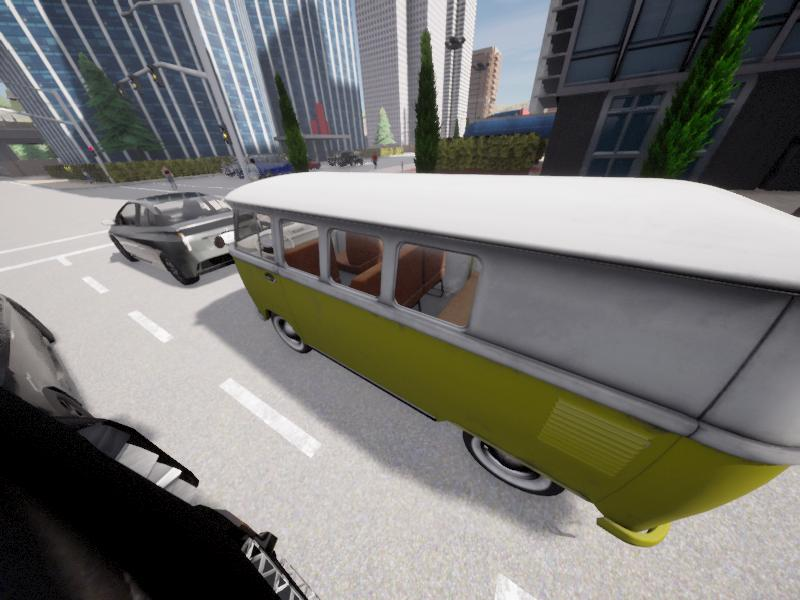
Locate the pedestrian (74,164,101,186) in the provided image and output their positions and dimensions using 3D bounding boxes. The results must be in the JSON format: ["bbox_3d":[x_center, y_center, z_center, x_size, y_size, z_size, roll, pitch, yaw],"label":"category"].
[{"bbox_3d":[-31.706,-12.662,23.457,0.751,1.860,0.751,-27,41,-32],"label":"pedestrian"}]

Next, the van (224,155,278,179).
[{"bbox_3d":[-16.598,-15.011,26.034,1.775,1.987,4.442,16,38,25],"label":"van"}]

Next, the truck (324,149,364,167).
[{"bbox_3d":[-8.843,-22.955,37.297,2.390,2.098,6.274,15,38,25],"label":"truck"}]

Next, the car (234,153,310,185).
[{"bbox_3d":[-11.571,-12.268,21.461,2.150,2.045,5.566,15,38,25],"label":"car"}]

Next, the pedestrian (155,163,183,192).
[{"bbox_3d":[-17.925,-9.537,17.963,0.751,1.860,0.751,24,42,35],"label":"pedestrian"}]

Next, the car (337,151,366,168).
[{"bbox_3d":[-7.064,-20.726,33.991,1.905,1.878,3.866,15,38,25],"label":"car"}]

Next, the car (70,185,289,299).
[{"bbox_3d":[-5.208,-1.698,5.524,4.514,1.525,2.007,16,38,26],"label":"car"}]

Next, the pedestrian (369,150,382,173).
[{"bbox_3d":[-2.289,-13.038,21.753,0.751,1.860,0.751,21,40,31],"label":"pedestrian"}]

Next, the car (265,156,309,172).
[{"bbox_3d":[-15.968,-19.432,32.973,2.152,1.651,5.027,15,38,25],"label":"car"}]

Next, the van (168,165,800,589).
[{"bbox_3d":[-0.016,-0.205,2.460,4.442,1.987,1.775,19,39,29],"label":"van"}]

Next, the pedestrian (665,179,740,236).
[{"bbox_3d":[6.805,-2.101,5.271,0.500,1.100,0.500,14,37,24],"label":"pedestrian"}]

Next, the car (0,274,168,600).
[{"bbox_3d":[-4.383,0.773,1.740,4.514,1.525,2.007,16,38,26],"label":"car"}]

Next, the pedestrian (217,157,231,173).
[{"bbox_3d":[-24.711,-19.011,32.478,0.751,1.860,0.751,16,38,26],"label":"pedestrian"}]

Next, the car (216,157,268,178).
[{"bbox_3d":[-19.141,-16.319,28.298,1.932,1.855,4.605,15,38,25],"label":"car"}]

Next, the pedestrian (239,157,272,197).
[{"bbox_3d":[-7.965,-6.802,12.801,0.751,1.860,0.751,17,39,28],"label":"pedestrian"}]

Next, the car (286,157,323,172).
[{"bbox_3d":[-12.911,-18.535,31.519,1.816,1.474,4.193,15,38,25],"label":"car"}]
